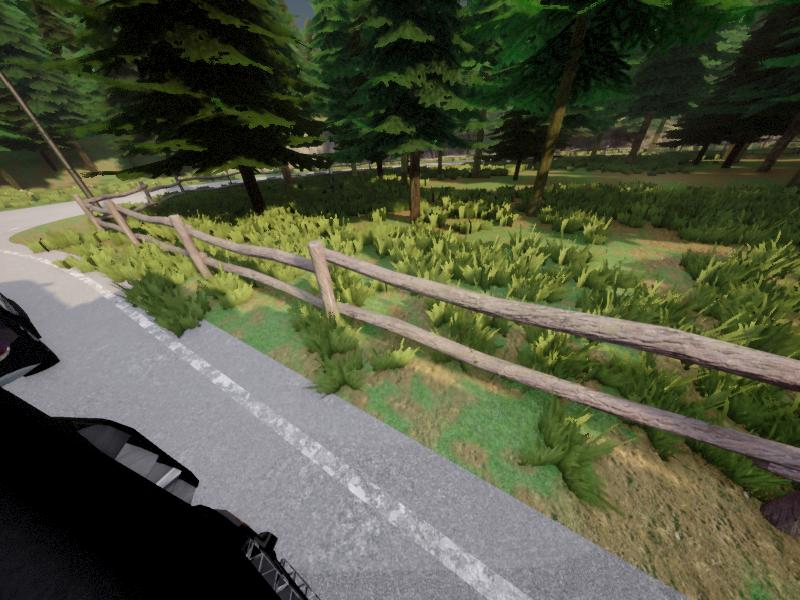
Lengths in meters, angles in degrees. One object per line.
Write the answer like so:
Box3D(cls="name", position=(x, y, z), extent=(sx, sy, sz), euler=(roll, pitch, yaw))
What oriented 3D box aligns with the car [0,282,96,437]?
Box3D(cls="car", position=(-6.247, 0.280, 2.535), extent=(4.856, 1.649, 2.033), euler=(14, 37, 24))
